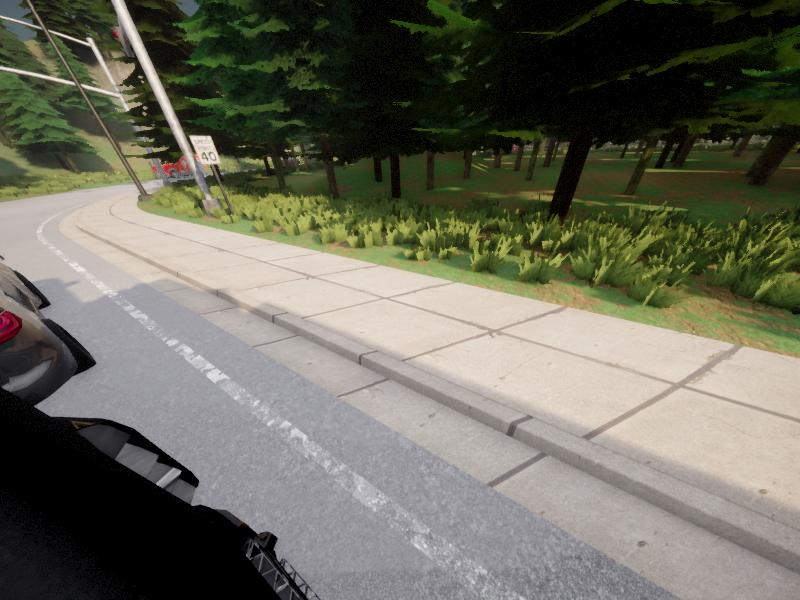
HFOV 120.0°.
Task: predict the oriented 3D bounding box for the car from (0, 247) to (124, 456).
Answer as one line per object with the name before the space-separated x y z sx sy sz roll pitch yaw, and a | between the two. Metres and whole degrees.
car | -5.788 0.289 2.439 4.611 1.667 2.242 16 38 26

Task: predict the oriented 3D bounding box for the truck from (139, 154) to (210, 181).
truck | -27.469 -16.436 28.537 2.627 2.467 5.204 6 35 14
